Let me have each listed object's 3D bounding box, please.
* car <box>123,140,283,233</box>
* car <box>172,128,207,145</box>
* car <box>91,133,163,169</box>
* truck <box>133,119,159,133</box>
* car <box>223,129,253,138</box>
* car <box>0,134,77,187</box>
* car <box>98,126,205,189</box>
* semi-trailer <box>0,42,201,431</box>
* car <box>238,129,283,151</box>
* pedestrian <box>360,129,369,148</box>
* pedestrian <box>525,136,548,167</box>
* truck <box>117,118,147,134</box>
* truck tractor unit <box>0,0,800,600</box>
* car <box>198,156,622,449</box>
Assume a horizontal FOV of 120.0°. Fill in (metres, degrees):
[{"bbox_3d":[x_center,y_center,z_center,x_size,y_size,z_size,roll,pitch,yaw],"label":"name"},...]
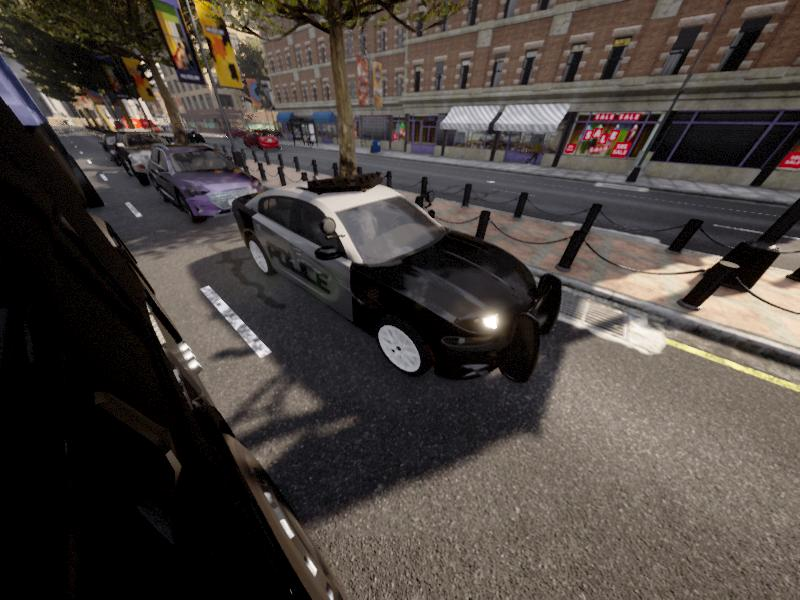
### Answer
[{"bbox_3d":[-5.959,-3.691,6.935,4.856,1.649,2.033,28,43,30],"label":"car"},{"bbox_3d":[-26.040,-20.275,28.605,3.806,1.475,1.970,27,43,30],"label":"car"},{"bbox_3d":[-16.431,-9.055,13.867,4.674,1.442,1.812,27,43,30],"label":"car"},{"bbox_3d":[-59.043,-40.559,53.708,5.204,2.467,2.627,28,43,30],"label":"truck"},{"bbox_3d":[-30.565,-31.565,43.804,1.994,1.385,4.181,12,37,13],"label":"car"},{"bbox_3d":[-15.990,-6.130,9.911,4.892,1.490,1.837,27,43,31],"label":"car"},{"bbox_3d":[-10.923,-6.378,10.133,4.605,1.855,1.932,28,43,30],"label":"car"},{"bbox_3d":[-8.712,-3.557,4.270,14.254,4.402,2.717,28,43,30],"label":"semi-trailer"},{"bbox_3d":[-15.128,-17.381,25.040,4.611,1.667,2.242,27,43,30],"label":"car"},{"bbox_3d":[-4.338,-19.674,28.217,0.751,1.860,0.751,28,43,30],"label":"pedestrian"},{"bbox_3d":[10.068,-10.977,17.107,0.751,1.860,0.751,28,44,31],"label":"pedestrian"},{"bbox_3d":[-55.075,-35.790,47.431,5.204,2.467,2.627,28,43,30],"label":"truck"},{"bbox_3d":[-2.645,-0.295,0.351,6.516,4.208,3.053,28,44,30],"label":"truck tractor unit"},{"bbox_3d":[-0.560,-0.886,3.377,5.238,1.638,1.930,28,43,30],"label":"car"}]
